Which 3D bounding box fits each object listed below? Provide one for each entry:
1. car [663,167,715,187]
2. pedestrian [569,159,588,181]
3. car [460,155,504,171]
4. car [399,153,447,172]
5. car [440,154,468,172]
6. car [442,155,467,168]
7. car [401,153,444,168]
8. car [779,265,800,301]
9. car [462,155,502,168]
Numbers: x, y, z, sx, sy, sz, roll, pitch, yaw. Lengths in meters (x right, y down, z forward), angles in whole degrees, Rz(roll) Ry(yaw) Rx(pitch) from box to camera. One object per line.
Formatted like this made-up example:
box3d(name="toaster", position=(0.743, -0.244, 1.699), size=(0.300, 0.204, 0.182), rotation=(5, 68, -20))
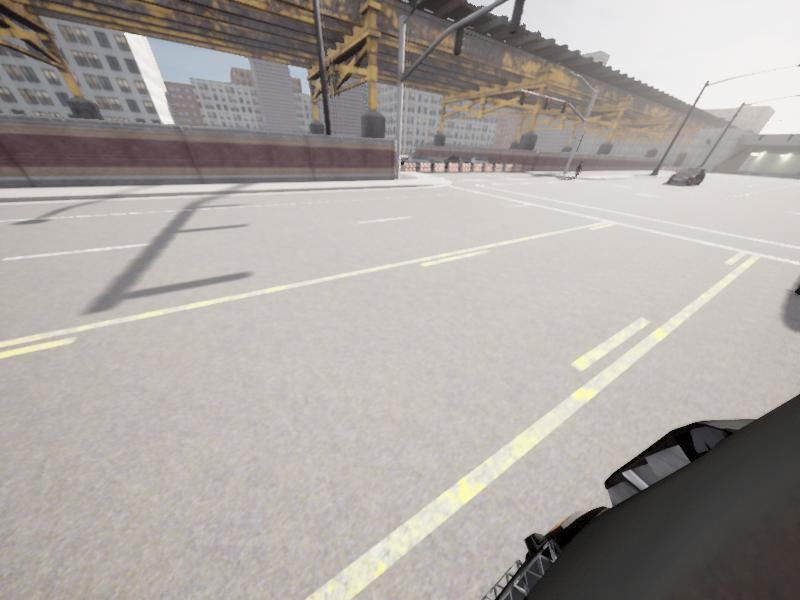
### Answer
box3d(name="car", position=(31.610, -13.550, 25.284), size=(4.856, 1.649, 2.033), rotation=(-16, 38, -26))
box3d(name="pedestrian", position=(18.330, -13.375, 23.721), size=(0.751, 1.860, 0.751), rotation=(13, 35, 15))
box3d(name="car", position=(10.879, -18.425, 30.995), size=(4.974, 1.542, 2.038), rotation=(1, 34, -2))
box3d(name="car", position=(2.611, -15.605, 26.115), size=(4.974, 1.542, 2.038), rotation=(10, 34, 10))
box3d(name="car", position=(6.608, -16.728, 28.114), size=(2.038, 1.542, 4.974), rotation=(16, 36, 18))
box3d(name="car", position=(6.636, -16.884, 28.067), size=(1.853, 1.218, 4.536), rotation=(16, 36, 18))
box3d(name="car", position=(2.567, -15.744, 26.037), size=(4.536, 1.218, 1.853), rotation=(10, 34, 10))
box3d(name="car", position=(9.714, -0.697, 4.369), size=(3.633, 1.501, 1.845), rotation=(-16, 38, -26))
box3d(name="car", position=(10.834, -18.557, 30.905), size=(4.536, 1.218, 1.853), rotation=(1, 34, -2))
